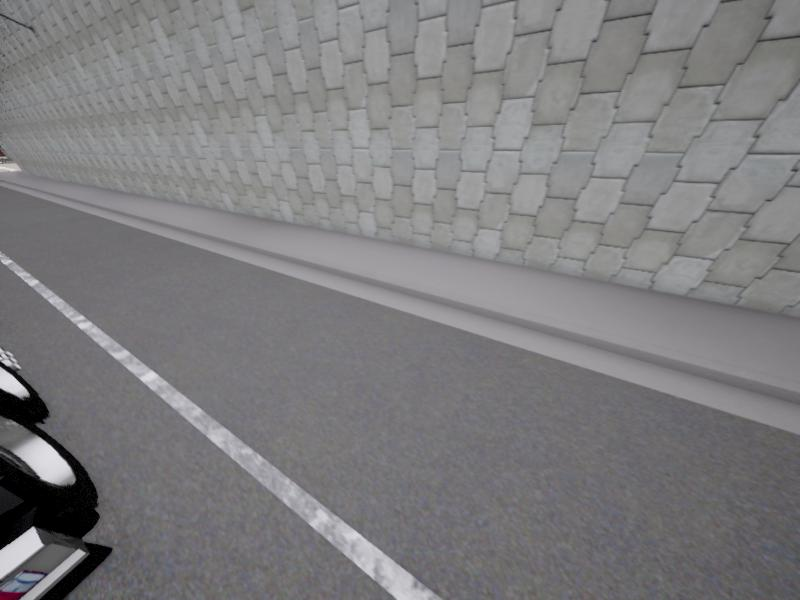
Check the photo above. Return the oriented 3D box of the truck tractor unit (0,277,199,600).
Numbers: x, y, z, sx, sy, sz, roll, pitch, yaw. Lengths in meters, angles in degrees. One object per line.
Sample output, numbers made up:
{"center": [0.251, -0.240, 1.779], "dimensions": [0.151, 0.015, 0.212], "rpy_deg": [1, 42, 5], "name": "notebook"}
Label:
{"center": [-5.135, -0.276, 0.747], "dimensions": [6.516, 4.208, 3.053], "rpy_deg": [17, 39, 23], "name": "truck tractor unit"}
